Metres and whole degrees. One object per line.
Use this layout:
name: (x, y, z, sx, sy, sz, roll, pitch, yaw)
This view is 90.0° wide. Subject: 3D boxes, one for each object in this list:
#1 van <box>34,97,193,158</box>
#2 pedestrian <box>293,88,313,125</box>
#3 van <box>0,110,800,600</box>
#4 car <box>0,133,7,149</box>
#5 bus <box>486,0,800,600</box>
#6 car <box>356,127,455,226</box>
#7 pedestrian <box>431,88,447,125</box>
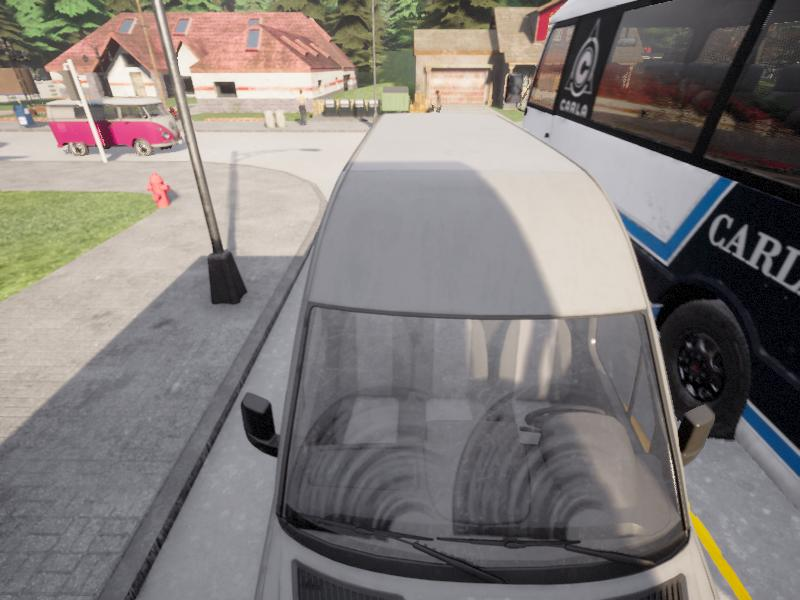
van: (-10.995, -6.809, 15.712, 4.442, 1.987, 1.775, 0, 30, 1)
pedestrian: (-5.493, -10.946, 22.667, 0.751, 1.860, 0.751, 0, 30, 0)
van: (0.401, 0.048, 3.431, 1.988, 2.561, 5.915, 1, 30, 2)
car: (-19.246, -6.723, 15.871, 4.611, 1.667, 2.242, 0, 30, 1)
bus: (4.114, -1.734, 4.787, 3.944, 4.253, 10.273, 0, 31, 1)
car: (-0.048, -3.287, 10.109, 1.789, 1.549, 3.705, -5, 31, -8)
pedestrian: (2.199, -11.105, 22.943, 0.751, 1.860, 0.751, -1, 30, -1)
